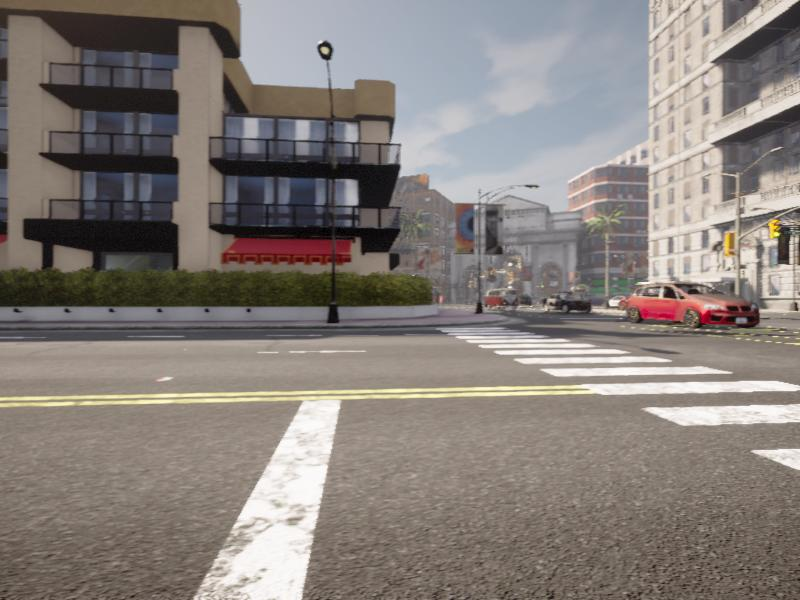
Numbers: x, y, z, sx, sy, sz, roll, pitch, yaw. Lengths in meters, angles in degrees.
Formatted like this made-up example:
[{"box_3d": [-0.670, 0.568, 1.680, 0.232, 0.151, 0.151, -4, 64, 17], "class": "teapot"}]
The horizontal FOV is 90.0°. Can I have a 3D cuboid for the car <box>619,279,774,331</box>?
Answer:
[{"box_3d": [10.869, 0.157, 15.236, 2.242, 1.667, 4.611, 0, 0, -5], "class": "car"}]

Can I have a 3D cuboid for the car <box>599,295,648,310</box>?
[{"box_3d": [23.423, 0.229, 42.183, 2.038, 1.542, 4.974, 0, 0, -7], "class": "car"}]

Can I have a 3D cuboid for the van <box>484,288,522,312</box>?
[{"box_3d": [8.988, -0.019, 35.310, 1.775, 1.987, 4.442, 0, 0, -5], "class": "van"}]

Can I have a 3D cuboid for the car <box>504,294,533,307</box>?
[{"box_3d": [17.561, 0.030, 59.422, 1.932, 1.855, 4.605, 1, 0, -17], "class": "car"}]

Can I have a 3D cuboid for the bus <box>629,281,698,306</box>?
[{"box_3d": [47.338, -1.127, 72.074, 10.273, 4.253, 3.944, 0, 0, -5], "class": "bus"}]

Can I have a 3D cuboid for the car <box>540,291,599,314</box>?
[{"box_3d": [12.912, 0.164, 30.939, 1.930, 1.638, 5.238, 0, 0, -5], "class": "car"}]
